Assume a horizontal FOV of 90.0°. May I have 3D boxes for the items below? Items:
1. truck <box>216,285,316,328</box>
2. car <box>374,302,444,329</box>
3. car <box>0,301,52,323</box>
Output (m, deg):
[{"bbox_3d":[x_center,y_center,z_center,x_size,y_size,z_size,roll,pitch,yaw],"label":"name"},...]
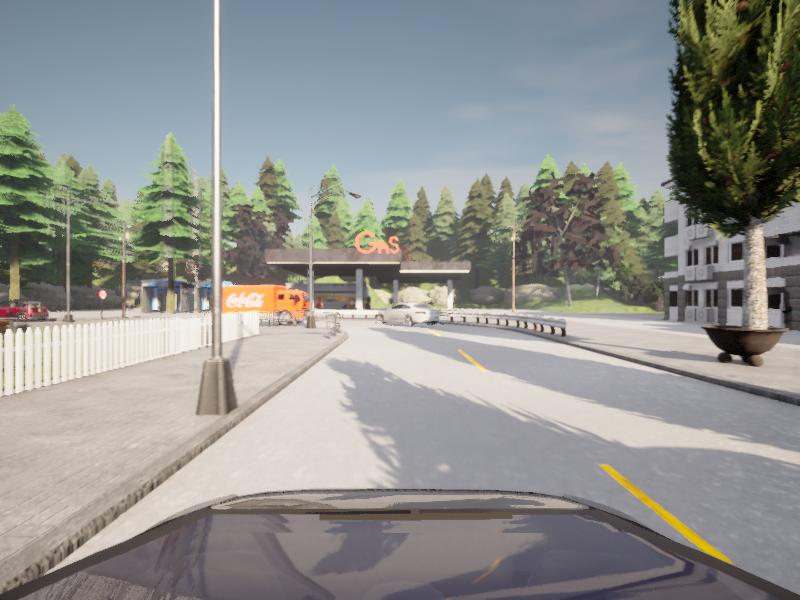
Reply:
[{"bbox_3d":[-8.123,0.367,24.570,5.204,2.467,2.627,0,0,5],"label":"truck"},{"bbox_3d":[0.418,0.882,24.780,1.812,1.442,4.674,0,0,-37],"label":"car"},{"bbox_3d":[-27.692,0.826,28.794,3.705,1.549,1.789,0,0,0],"label":"car"}]
